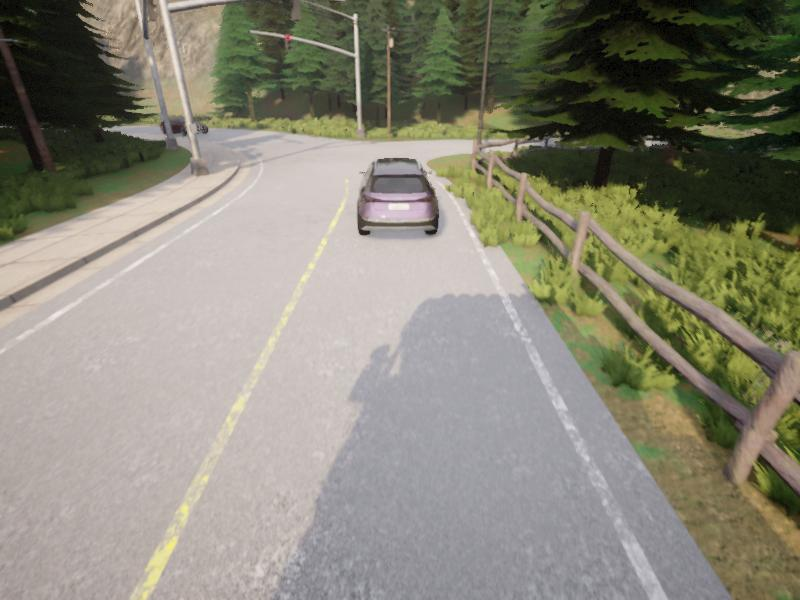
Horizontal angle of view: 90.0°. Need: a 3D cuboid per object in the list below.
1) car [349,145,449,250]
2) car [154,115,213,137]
[{"bbox_3d":[-0.107,-2.963,10.598,2.033,1.649,4.856,-1,27,-2],"label":"car"},{"bbox_3d":[-17.661,-14.274,32.701,4.181,1.385,1.994,15,31,26],"label":"car"}]
